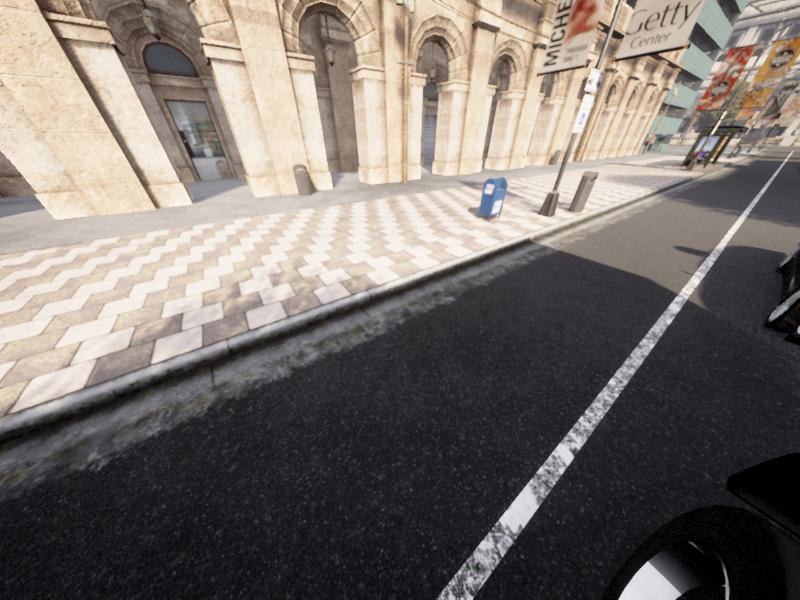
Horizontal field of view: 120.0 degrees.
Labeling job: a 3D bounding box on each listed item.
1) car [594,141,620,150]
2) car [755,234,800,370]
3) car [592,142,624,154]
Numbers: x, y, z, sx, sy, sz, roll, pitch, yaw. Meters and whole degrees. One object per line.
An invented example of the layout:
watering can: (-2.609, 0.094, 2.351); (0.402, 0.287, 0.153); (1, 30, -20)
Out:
car: (40.943, -30.633, 45.743); (4.902, 1.511, 2.128); (-22, 41, -28)
car: (7.059, -0.321, 3.052); (4.892, 1.490, 1.837); (-22, 41, -28)
car: (33.824, -24.812, 37.574); (4.786, 1.482, 2.161); (-22, 41, -28)
